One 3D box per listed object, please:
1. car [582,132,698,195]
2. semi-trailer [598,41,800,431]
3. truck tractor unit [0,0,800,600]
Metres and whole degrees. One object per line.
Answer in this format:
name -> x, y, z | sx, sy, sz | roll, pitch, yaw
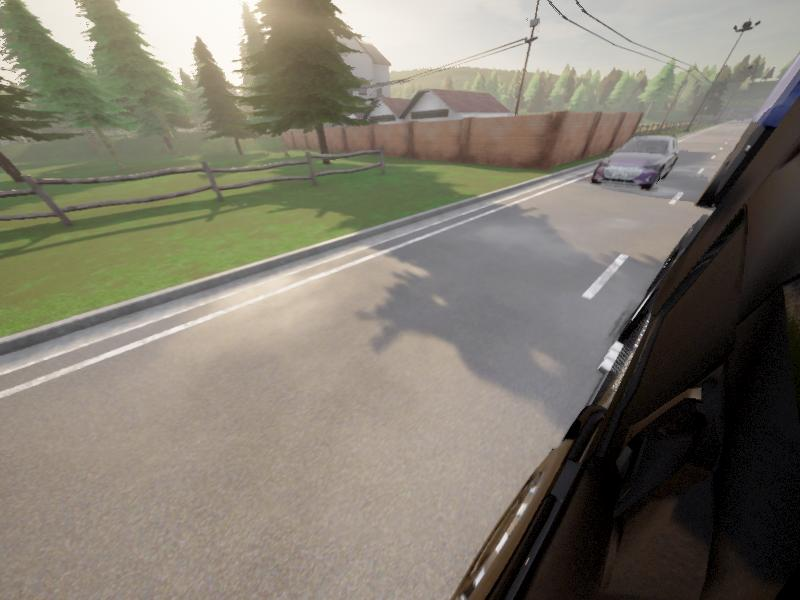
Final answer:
car -> 9.950, -5.808, 9.560 | 4.856, 1.649, 2.033 | -28, 44, -30
semi-trailer -> 8.701, -3.572, 4.269 | 14.254, 4.402, 2.717 | -28, 44, -30
truck tractor unit -> 2.645, -0.295, 0.351 | 6.516, 4.208, 3.053 | -28, 44, -30
